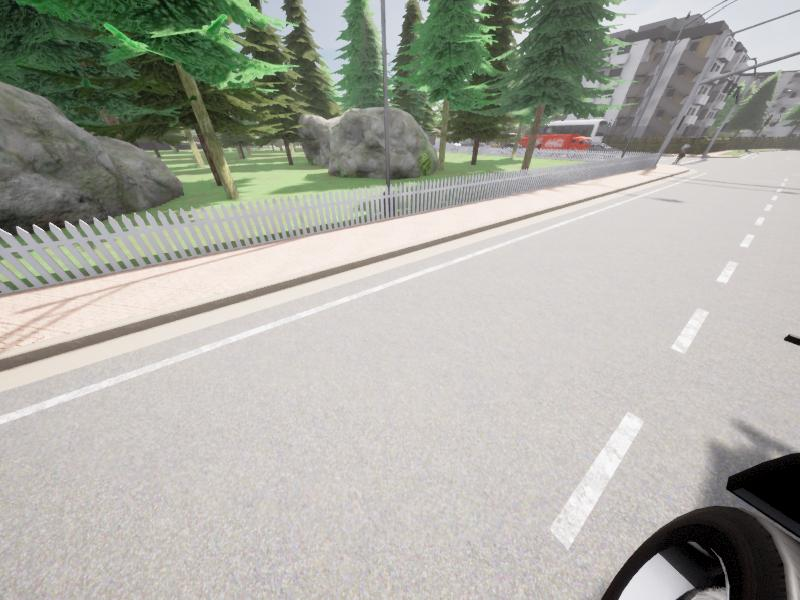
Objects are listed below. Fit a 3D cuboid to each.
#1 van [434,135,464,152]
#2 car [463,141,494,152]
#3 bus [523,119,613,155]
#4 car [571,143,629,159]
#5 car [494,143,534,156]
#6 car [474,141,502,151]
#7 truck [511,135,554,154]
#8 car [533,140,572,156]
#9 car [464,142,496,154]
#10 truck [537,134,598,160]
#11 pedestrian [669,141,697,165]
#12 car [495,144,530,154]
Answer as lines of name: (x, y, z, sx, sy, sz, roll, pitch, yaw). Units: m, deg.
van: (9.176, -29.837, 44.004, 1.988, 2.561, 5.915, -21, 40, -26)
car: (14.439, -28.514, 42.886, 2.152, 1.651, 5.027, -21, 40, -26)
bus: (26.392, -26.285, 37.363, 3.944, 4.253, 10.273, -21, 40, -26)
car: (25.191, -18.954, 29.335, 2.128, 1.511, 4.902, -21, 40, -26)
car: (16.914, -22.566, 34.536, 1.837, 1.490, 4.892, -21, 40, -26)
car: (18.375, -32.422, 48.444, 1.801, 1.575, 5.366, -21, 40, -26)
truck: (21.901, -25.949, 38.479, 2.627, 2.467, 5.204, -21, 41, -26)
car: (21.883, -22.033, 33.399, 1.905, 1.878, 3.866, -21, 40, -26)
car: (13.345, -25.725, 39.045, 1.837, 1.490, 4.892, -21, 40, -26)
truck: (20.915, -19.423, 29.200, 2.627, 2.467, 5.204, -21, 40, -26)
pedestrian: (26.723, -13.913, 21.824, 0.751, 1.860, 0.751, -17, 39, -23)
car: (18.364, -24.908, 38.023, 1.895, 1.301, 4.718, -21, 40, -26)
